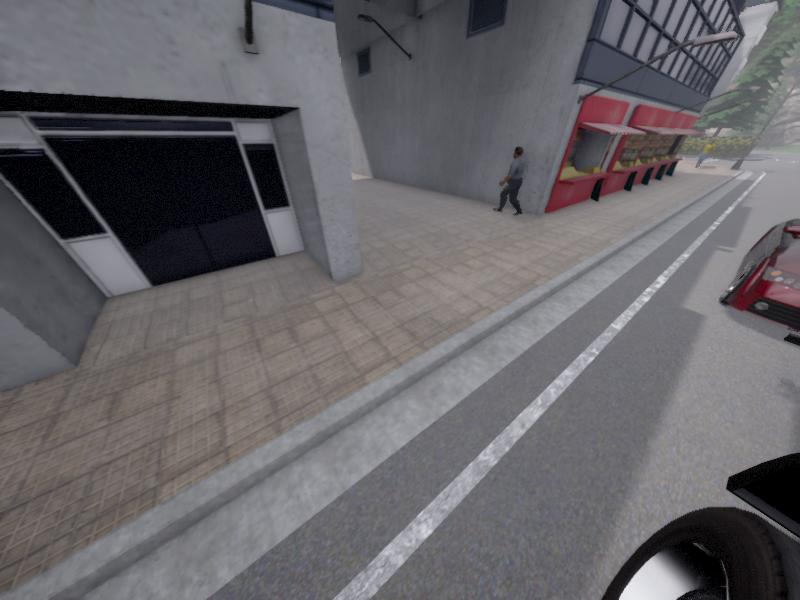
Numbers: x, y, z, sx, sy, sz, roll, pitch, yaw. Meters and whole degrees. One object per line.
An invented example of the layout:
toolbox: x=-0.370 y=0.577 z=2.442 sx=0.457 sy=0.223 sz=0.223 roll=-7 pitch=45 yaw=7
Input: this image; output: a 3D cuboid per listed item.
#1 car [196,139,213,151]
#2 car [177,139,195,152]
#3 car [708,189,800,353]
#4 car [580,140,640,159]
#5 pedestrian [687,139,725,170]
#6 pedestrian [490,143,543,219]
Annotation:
car: x=-39.160 y=-31.107 z=46.330 sx=1.905 sy=1.878 sz=3.866 roll=-23 pitch=41 yaw=-29
car: x=-41.256 y=-29.899 z=44.668 sx=1.932 sy=1.855 sz=4.605 roll=-23 pitch=41 yaw=-29
car: x=6.899 y=-0.502 z=3.384 sx=4.181 sy=1.385 sz=1.994 roll=-22 pitch=41 yaw=-28
car: x=24.922 y=-18.105 z=27.660 sx=2.242 sy=1.667 sz=4.611 roll=-23 pitch=41 yaw=-29
pedestrian: x=22.632 y=-10.789 z=17.114 sx=0.751 sy=1.860 sz=0.751 roll=-17 pitch=38 yaw=-22
pedestrian: x=3.349 y=-3.453 z=6.735 sx=0.751 sy=1.860 sz=0.751 roll=24 pitch=42 yaw=31
